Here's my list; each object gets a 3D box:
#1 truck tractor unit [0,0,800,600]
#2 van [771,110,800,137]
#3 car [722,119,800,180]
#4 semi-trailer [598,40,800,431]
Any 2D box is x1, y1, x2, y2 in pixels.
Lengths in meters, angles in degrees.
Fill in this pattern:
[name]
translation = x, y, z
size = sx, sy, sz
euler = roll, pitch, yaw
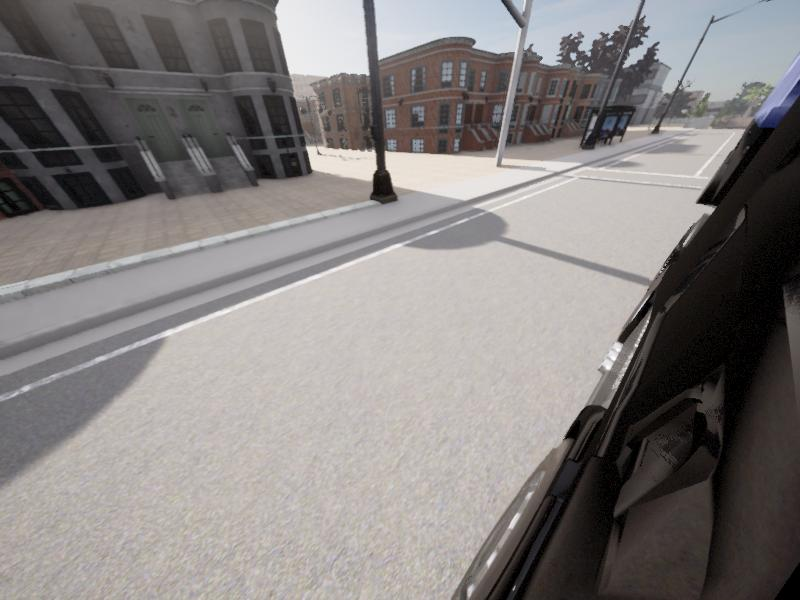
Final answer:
[truck tractor unit]
translation = 2.645, -0.295, 0.351
size = 6.516, 4.208, 3.053
euler = -28, 44, -30
[van]
translation = 63.488, -28.417, 37.382
size = 5.915, 2.561, 1.988
euler = -18, 38, -37
[car]
translation = 16.348, -6.615, 9.961
size = 4.553, 1.767, 2.097
euler = -28, 44, -30
[semi-trailer]
translation = 8.693, -3.607, 4.235
size = 14.254, 4.402, 2.717
euler = -28, 44, -30
